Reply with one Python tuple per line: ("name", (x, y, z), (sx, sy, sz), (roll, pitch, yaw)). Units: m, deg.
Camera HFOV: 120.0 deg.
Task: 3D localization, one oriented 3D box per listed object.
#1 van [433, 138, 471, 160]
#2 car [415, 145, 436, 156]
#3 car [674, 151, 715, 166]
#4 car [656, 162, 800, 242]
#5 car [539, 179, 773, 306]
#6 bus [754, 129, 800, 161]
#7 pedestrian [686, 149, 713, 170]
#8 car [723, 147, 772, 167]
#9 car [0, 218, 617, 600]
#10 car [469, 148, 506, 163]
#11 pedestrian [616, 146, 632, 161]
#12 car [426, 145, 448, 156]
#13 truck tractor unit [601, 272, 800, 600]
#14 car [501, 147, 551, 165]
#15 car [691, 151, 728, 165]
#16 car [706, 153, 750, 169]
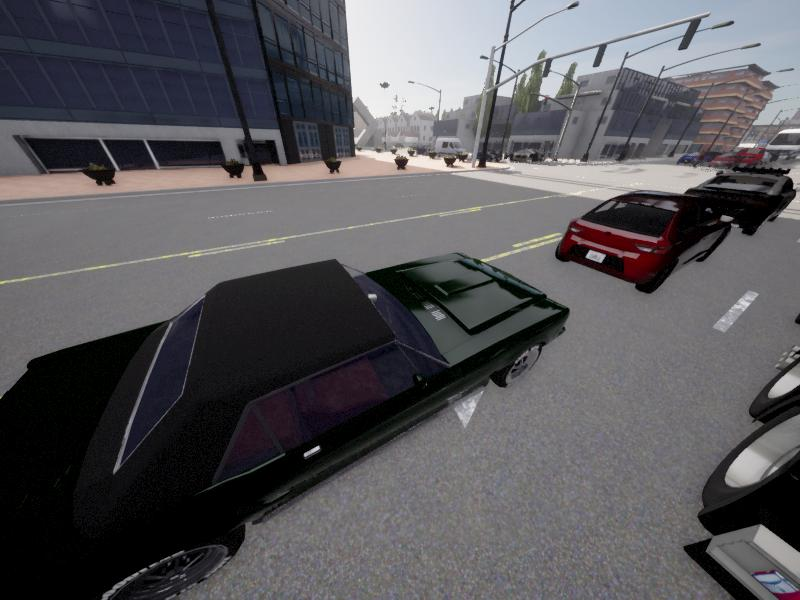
("van", (7.755, -23.166, 35.290), (1.988, 2.561, 5.915), (-17, 38, -24))
("car", (4.432, -26.086, 40.340), (1.845, 1.501, 3.633), (-17, 39, -25))
("car", (39.478, -19.017, 30.986), (5.008, 1.535, 1.882), (-17, 38, -24))
("car", (11.382, -3.493, 7.709), (5.238, 1.638, 1.930), (-18, 39, -24))
("car", (5.383, -1.535, 4.958), (4.193, 1.474, 1.816), (-18, 39, -24))
("bus", (66.579, -26.519, 39.355), (10.273, 4.253, 3.944), (-18, 39, -23))
("pedestrian", (31.399, -14.737, 24.263), (0.751, 1.860, 0.751), (9, 35, 11))
("car", (45.969, -18.957, 30.585), (5.566, 2.045, 2.150), (-17, 39, -24))
("car", (-0.487, 0.415, 2.264), (4.718, 1.301, 1.895), (-18, 39, -24))
("car", (11.376, -18.977, 30.233), (1.816, 1.474, 4.193), (-17, 38, -24))
("pedestrian", (32.294, -21.126, 33.333), (0.751, 1.860, 0.751), (-12, 37, -18))
("car", (6.798, -27.806, 42.966), (1.816, 1.474, 4.193), (-16, 38, -24))
("truck tractor unit", (5.122, -0.289, 0.764), (6.516, 4.208, 3.053), (-18, 39, -24))
("car", (15.840, -18.411, 29.394), (1.930, 1.638, 5.238), (-19, 39, -26))
("car", (45.125, -20.756, 33.659), (4.892, 1.490, 1.837), (-18, 39, -24))
("car", (38.809, -16.471, 27.359), (4.674, 1.442, 1.812), (-17, 39, -24))
